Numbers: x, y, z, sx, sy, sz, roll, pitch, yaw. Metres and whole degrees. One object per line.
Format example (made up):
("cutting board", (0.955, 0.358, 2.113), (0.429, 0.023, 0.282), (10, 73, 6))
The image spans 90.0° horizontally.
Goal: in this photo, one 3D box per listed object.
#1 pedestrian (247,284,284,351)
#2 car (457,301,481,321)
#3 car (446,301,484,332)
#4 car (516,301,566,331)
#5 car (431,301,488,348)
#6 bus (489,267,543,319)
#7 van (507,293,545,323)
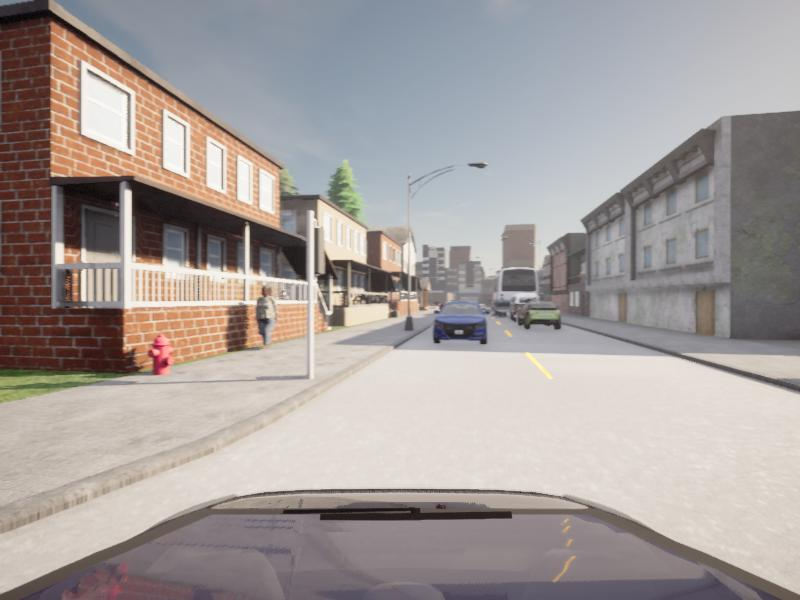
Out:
("pedestrian", (-3.887, 0.495, 11.613), (0.751, 1.860, 0.751), (0, 0, 12))
("car", (5.578, 0.805, 32.219), (1.816, 1.474, 4.193), (0, 0, 11))
("car", (3.700, 0.809, 22.389), (1.837, 1.490, 4.892), (0, 0, 11))
("car", (7.779, 0.800, 22.471), (2.007, 1.525, 4.514), (0, 0, 11))
("car", (2.444, 0.797, 15.805), (1.882, 1.535, 5.008), (0, 0, 11))
("bus", (10.633, -0.585, 38.008), (3.944, 4.253, 10.273), (0, 0, 11))
("van", (9.043, 0.534, 29.034), (2.069, 2.038, 4.480), (0, 0, 11))
